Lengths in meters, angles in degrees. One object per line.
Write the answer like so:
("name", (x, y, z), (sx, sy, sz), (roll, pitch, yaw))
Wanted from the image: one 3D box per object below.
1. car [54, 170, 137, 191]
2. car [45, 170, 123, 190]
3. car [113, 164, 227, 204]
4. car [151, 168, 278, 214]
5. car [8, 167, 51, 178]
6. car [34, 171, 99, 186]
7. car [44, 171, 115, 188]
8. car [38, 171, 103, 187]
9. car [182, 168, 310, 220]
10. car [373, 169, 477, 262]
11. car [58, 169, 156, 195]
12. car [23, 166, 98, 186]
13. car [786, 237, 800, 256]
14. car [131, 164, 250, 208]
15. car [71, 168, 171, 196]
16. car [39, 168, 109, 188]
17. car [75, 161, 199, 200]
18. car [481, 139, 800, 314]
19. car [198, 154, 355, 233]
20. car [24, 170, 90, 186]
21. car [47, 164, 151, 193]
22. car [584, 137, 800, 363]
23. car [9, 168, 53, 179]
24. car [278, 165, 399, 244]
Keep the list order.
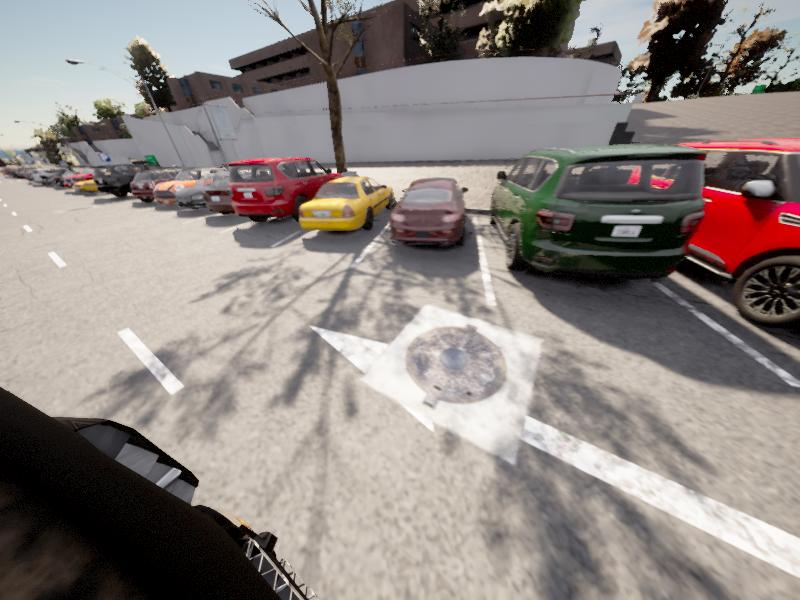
("car", (-32.180, -12.823, 24.716), (2.163, 1.488, 4.792), (5, 33, 11))
("car", (-37.280, -14.380, 27.503), (2.097, 1.535, 5.008), (4, 33, 11))
("car", (-14.356, -7.583, 14.926), (2.185, 1.767, 4.553), (4, 34, 11))
("car", (-9.238, -5.943, 12.264), (2.231, 1.521, 4.892), (5, 34, 11))
("car", (-85.699, -29.611, 53.554), (1.878, 1.987, 4.442), (5, 34, 11))
("car", (-47.473, -17.443, 33.100), (2.163, 1.488, 4.792), (4, 34, 11))
("car", (-39.821, -15.113, 28.922), (2.002, 1.452, 4.674), (5, 34, 11))
("car", (-44.915, -16.642, 31.697), (2.002, 1.452, 4.674), (5, 34, 11))
("car", (-6.693, -5.155, 10.920), (2.163, 1.488, 4.792), (4, 34, 11))
("car", (0.948, -2.781, 6.753), (2.002, 1.452, 4.674), (5, 34, 11))
("car", (-27.118, -11.241, 21.790), (1.946, 1.575, 5.366), (5, 33, 11))
("car", (-50.032, -18.452, 34.328), (2.435, 2.045, 5.566), (5, 34, 11))
("car", (8.555, -0.566, 2.330), (1.878, 1.987, 4.442), (5, 34, 11))
("car", (-11.787, -6.841, 13.596), (2.185, 1.767, 4.553), (5, 34, 11))
("car", (-24.501, -10.676, 20.709), (1.946, 1.575, 5.366), (4, 33, 11))
("car", (-42.370, -16.032, 30.244), (2.185, 1.767, 4.553), (5, 34, 11))
("car", (-19.451, -9.265, 17.674), (2.435, 2.045, 5.566), (4, 33, 11))
("car", (3.492, -2.255, 5.232), (2.435, 2.045, 5.566), (5, 34, 11))
("car", (-4.153, -4.609, 9.387), (2.435, 2.045, 5.566), (4, 34, 11))
("car", (-52.613, -18.910, 35.669), (1.946, 1.575, 5.366), (5, 34, 11))
("car", (-29.641, -12.297, 23.175), (2.435, 2.045, 5.566), (5, 33, 11))
("car", (6.034, -1.432, 3.789), (2.435, 2.045, 5.566), (5, 34, 11))
("car", (-83.189, -28.652, 52.132), (2.185, 1.767, 4.553), (5, 34, 11))
("car", (-1.561, -3.704, 8.269), (1.946, 1.575, 5.366), (4, 34, 11))
